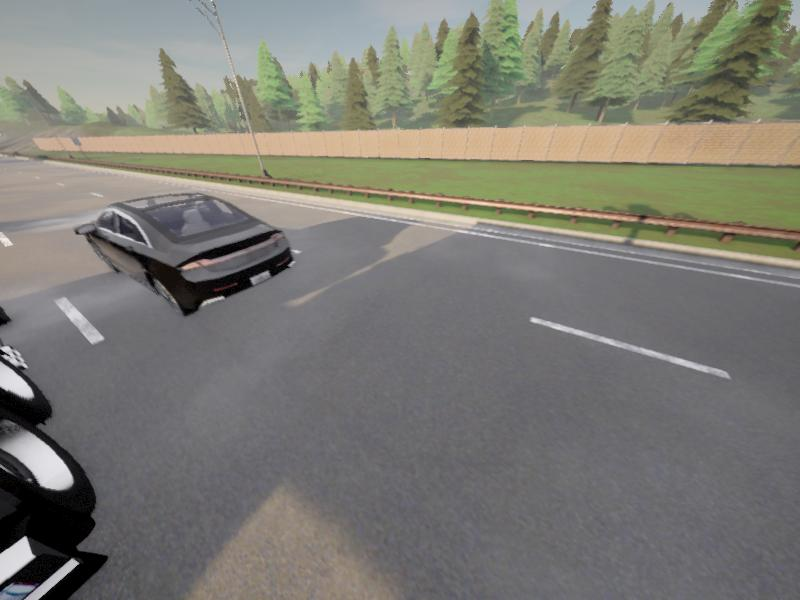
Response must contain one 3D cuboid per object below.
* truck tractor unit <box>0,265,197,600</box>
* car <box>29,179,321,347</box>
[{"bbox_3d":[-5.118,-0.290,0.786,6.516,4.208,3.053,18,39,24],"label":"truck tractor unit"},{"bbox_3d":[-4.258,-1.204,4.473,4.902,1.511,2.128,18,39,24],"label":"car"}]
